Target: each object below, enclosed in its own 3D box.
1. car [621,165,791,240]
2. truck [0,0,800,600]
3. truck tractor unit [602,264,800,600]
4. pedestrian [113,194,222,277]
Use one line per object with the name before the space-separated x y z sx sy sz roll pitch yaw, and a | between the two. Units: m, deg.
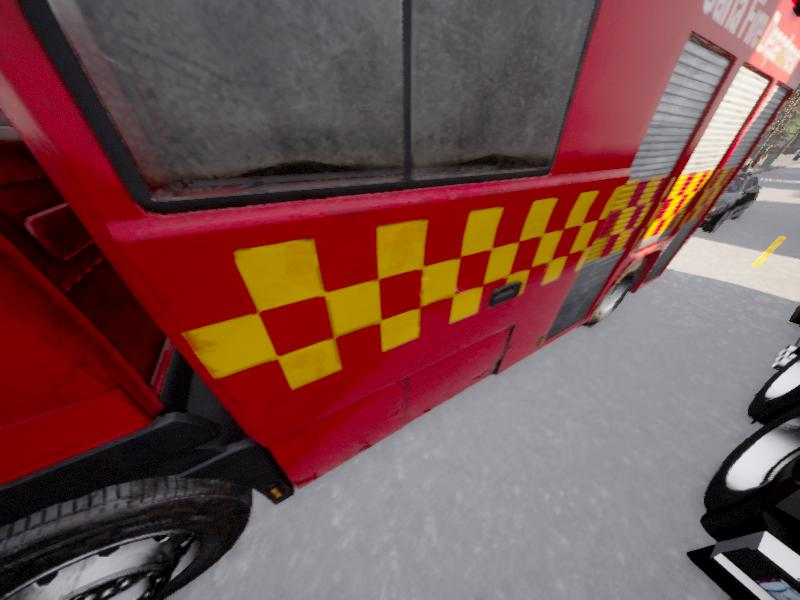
car | 10.338 -3.524 7.846 4.902 1.511 2.128 -18 39 -24
truck | 0.184 -1.173 2.347 8.468 3.827 2.891 -18 39 -24
truck tractor unit | 5.108 -0.303 0.787 6.516 4.208 3.053 -18 39 -24
pedestrian | -4.209 -1.214 4.352 0.751 1.300 0.751 -6 35 -8
